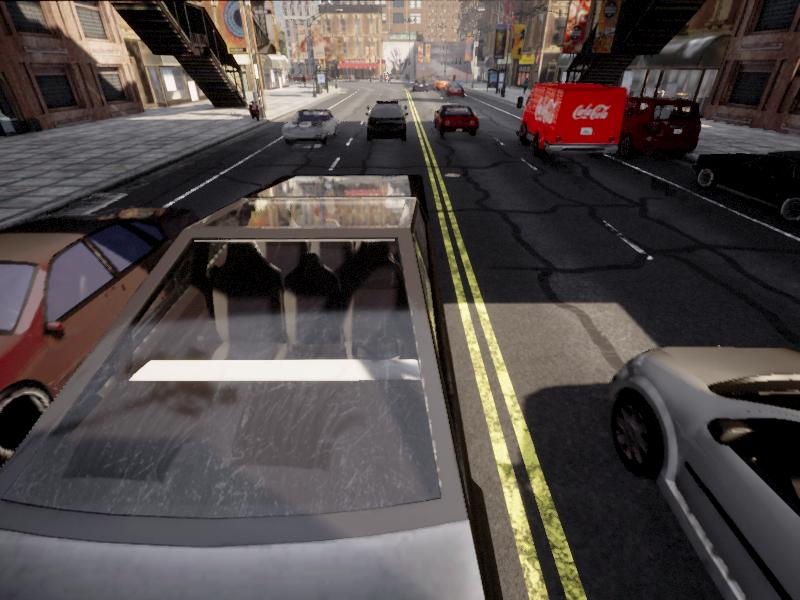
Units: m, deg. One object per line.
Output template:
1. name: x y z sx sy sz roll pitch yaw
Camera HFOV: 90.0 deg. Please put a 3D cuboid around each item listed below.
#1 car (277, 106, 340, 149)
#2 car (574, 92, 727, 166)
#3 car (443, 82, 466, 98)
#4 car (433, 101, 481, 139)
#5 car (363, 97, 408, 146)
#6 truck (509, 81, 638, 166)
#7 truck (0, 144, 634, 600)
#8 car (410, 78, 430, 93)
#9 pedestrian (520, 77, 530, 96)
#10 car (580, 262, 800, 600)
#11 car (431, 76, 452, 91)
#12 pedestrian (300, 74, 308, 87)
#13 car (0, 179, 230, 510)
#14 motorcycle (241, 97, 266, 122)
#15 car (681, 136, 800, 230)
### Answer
1. car: -4.115 -8.221 18.825 1.895 1.301 4.718 0 30 0
2. car: 9.443 -7.005 15.979 2.435 2.045 5.566 0 30 0
3. car: 6.317 -24.597 46.781 1.994 1.385 4.181 0 30 0
4. car: 2.878 -9.626 21.218 1.895 1.301 4.718 0 30 0
5. car: -0.617 -8.830 19.519 1.930 1.638 5.238 0 31 0
6. truck: 6.378 -7.126 15.765 2.627 2.467 5.204 0 30 0
7. truck: -0.709 0.188 3.679 2.390 2.098 6.274 0 30 0
8. car: 2.780 -30.514 56.756 2.242 1.667 4.611 -2 30 -3
9. pedestrian: 13.975 -23.884 44.706 0.751 1.860 0.751 5 31 8
10. car: 2.802 1.380 2.060 1.851 1.617 3.988 0 30 0
11. car: 6.141 -32.128 59.265 2.097 1.767 4.553 -4 30 -6
12. pedestrian: -15.204 -34.746 63.369 0.751 1.860 0.751 -13 33 -21
13. car: -4.191 -0.070 4.768 2.033 1.411 5.357 0 30 0
14. motorcycle: -9.058 -11.828 24.760 0.856 1.236 1.805 -17 34 -26
15. car: 9.501 -2.960 9.777 1.895 1.301 4.718 0 30 0
